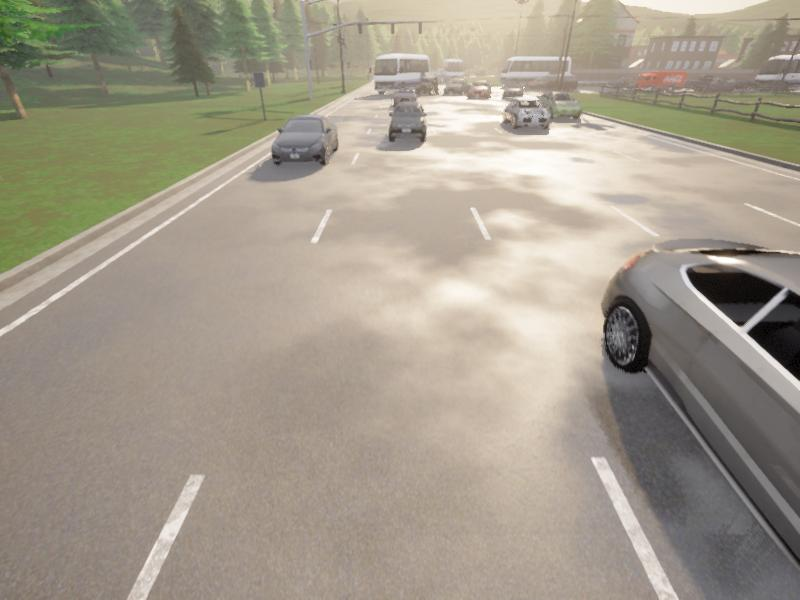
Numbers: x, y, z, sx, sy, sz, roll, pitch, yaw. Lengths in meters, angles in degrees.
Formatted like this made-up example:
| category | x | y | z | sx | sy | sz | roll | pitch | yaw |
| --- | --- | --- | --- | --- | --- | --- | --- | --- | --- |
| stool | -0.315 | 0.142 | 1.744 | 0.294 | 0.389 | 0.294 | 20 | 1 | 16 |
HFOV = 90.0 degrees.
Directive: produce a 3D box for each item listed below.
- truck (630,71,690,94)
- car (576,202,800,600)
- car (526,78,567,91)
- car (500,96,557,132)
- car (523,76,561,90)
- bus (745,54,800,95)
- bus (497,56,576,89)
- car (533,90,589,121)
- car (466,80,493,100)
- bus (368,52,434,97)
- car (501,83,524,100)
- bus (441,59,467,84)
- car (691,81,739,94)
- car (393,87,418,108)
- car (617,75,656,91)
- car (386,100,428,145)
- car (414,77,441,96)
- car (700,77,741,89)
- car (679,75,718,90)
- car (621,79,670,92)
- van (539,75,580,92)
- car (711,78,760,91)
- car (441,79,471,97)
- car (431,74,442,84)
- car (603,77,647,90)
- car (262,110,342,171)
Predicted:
| category | x | y | z | sx | sy | sz | roll | pitch | yaw |
| --- | --- | --- | --- | --- | --- | --- | --- | --- | --- |
| truck | 32.688 | -27.469 | 50.496 | 5.204 | 2.467 | 2.627 | 0 | 30 | 0 |
| car | 3.520 | 0.819 | 2.992 | 2.152 | 1.651 | 5.027 | 0 | 30 | 0 |
| car | 20.675 | -30.370 | 56.427 | 4.792 | 1.488 | 2.163 | -3 | 30 | -5 |
| car | 7.133 | -10.578 | 22.609 | 1.970 | 1.475 | 3.806 | 0 | 30 | 1 |
| car | 21.099 | -32.293 | 59.526 | 4.611 | 1.667 | 2.242 | -2 | 30 | -3 |
| bus | 50.645 | -28.202 | 49.999 | 10.273 | 4.253 | 3.944 | 0 | 30 | 0 |
| bus | 20.803 | -35.122 | 61.803 | 10.273 | 4.253 | 3.944 | -2 | 30 | -3 |
| car | 10.687 | -13.172 | 26.995 | 2.007 | 1.525 | 4.514 | 1 | 30 | 1 |
| car | 8.411 | -22.205 | 42.283 | 2.242 | 1.667 | 4.611 | 7 | 31 | 13 |
| bus | 0.451 | -27.599 | 48.934 | 3.944 | 4.253 | 10.273 | 13 | 33 | 22 |
| car | 11.973 | -22.076 | 42.362 | 1.994 | 1.385 | 4.181 | 8 | 31 | 13 |
| bus | 10.942 | -47.068 | 82.189 | 3.944 | 4.253 | 10.273 | 0 | 31 | 0 |
| car | 39.980 | -27.001 | 50.795 | 4.181 | 1.385 | 1.994 | 0 | 30 | 0 |
| car | 0.522 | -17.629 | 34.760 | 1.994 | 1.385 | 4.181 | 1 | 30 | 2 |
| car | 33.456 | -30.754 | 56.688 | 3.866 | 1.878 | 1.905 | 0 | 30 | 0 |
| car | 0.401 | -8.482 | 18.951 | 1.789 | 1.549 | 3.705 | 2 | 30 | 3 |
| car | 3.272 | -25.242 | 47.250 | 1.905 | 1.878 | 3.866 | 12 | 32 | 20 |
| car | 50.303 | -34.158 | 62.874 | 4.514 | 1.525 | 2.007 | 0 | 30 | 0 |
| car | 44.536 | -32.539 | 59.743 | 3.866 | 1.878 | 1.905 | 0 | 30 | 0 |
| car | 32.906 | -28.824 | 53.759 | 4.902 | 1.511 | 2.128 | 0 | 30 | 0 |
| van | 21.241 | -28.874 | 53.368 | 4.442 | 1.987 | 1.775 | -2 | 30 | -3 |
| car | 47.555 | -30.623 | 56.821 | 5.008 | 1.535 | 1.882 | 0 | 30 | 0 |
| car | 6.706 | -25.212 | 47.418 | 2.242 | 1.667 | 4.611 | 12 | 32 | 20 |
| car | 7.313 | -44.670 | 80.750 | 1.801 | 1.575 | 5.366 | 0 | 30 | 0 |
| car | 33.597 | -32.413 | 59.787 | 5.027 | 1.651 | 2.152 | 0 | 30 | 0 |
| car | -3.439 | -6.117 | 15.013 | 1.812 | 1.442 | 4.674 | 0 | 30 | 0 |
